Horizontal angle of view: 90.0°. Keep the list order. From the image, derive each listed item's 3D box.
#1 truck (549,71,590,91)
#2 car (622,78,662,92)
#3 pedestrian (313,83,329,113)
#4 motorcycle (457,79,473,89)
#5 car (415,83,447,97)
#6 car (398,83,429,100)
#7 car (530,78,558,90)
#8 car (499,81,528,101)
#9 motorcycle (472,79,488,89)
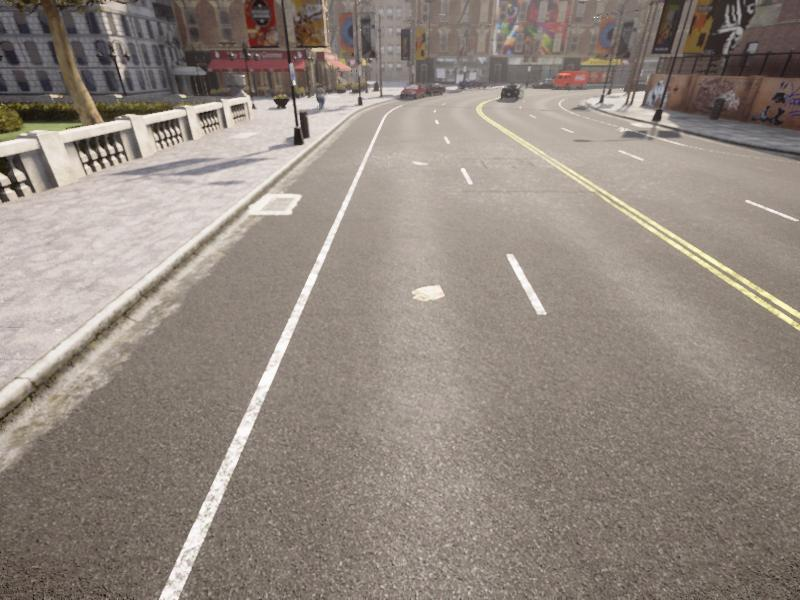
[{"bbox_3d":[25.735,-33.358,60.824,5.204,2.467,2.627,-16,34,-26],"label":"truck"},{"bbox_3d":[35.163,-31.267,58.173,4.611,1.667,2.242,-10,32,-16],"label":"car"},{"bbox_3d":[-5.726,-14.630,28.938,0.751,1.860,0.751,5,31,9],"label":"pedestrian"},{"bbox_3d":[9.824,-32.451,60.172,2.209,1.251,0.867,5,31,9],"label":"motorcycle"},{"bbox_3d":[3.770,-25.495,48.481,1.895,1.301,4.718,17,34,26],"label":"car"},{"bbox_3d":[1.528,-22.904,43.887,2.002,1.452,4.674,11,32,18],"label":"car"},{"bbox_3d":[22.708,-34.016,63.025,3.806,1.475,1.970,-19,35,-29],"label":"car"},{"bbox_3d":[12.234,-22.462,42.950,1.930,1.638,5.238,12,32,20],"label":"car"},{"bbox_3d":[12.305,-33.359,61.733,2.356,1.277,0.764,5,31,9],"label":"motorcycle"}]
